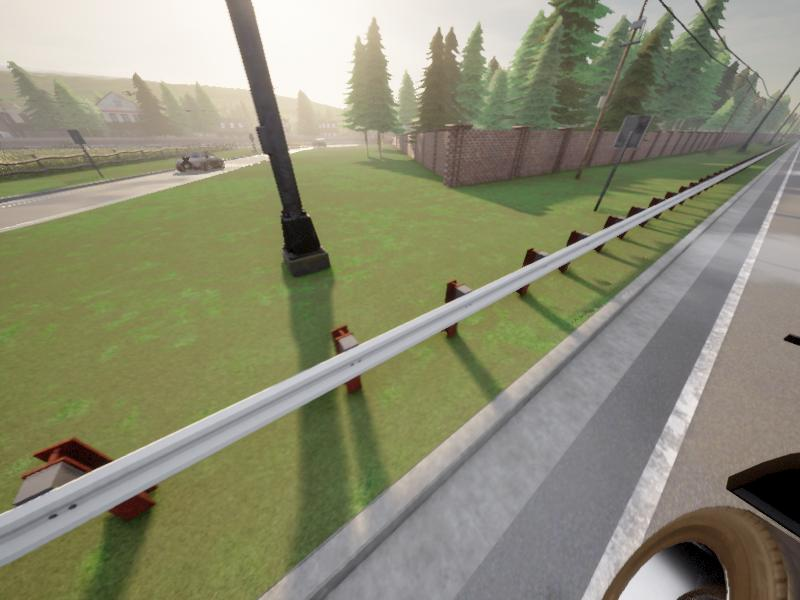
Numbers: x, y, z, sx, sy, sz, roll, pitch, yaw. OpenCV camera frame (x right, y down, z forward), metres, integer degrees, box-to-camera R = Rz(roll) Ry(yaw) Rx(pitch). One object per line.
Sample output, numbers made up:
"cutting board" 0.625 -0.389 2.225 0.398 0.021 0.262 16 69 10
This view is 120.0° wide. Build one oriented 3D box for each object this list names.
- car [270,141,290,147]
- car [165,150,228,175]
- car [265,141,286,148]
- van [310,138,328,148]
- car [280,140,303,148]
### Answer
"car" -36.412 -47.536 70.262 5.008 1.535 1.882 -22 41 -27
"car" -16.441 -11.386 18.993 1.994 1.385 4.181 -6 36 -8
"car" -36.067 -45.220 66.975 5.008 1.535 1.882 -22 41 -27
"van" -21.025 -40.700 60.010 2.069 2.038 4.480 9 36 14
"car" -31.066 -44.799 66.302 5.366 1.575 1.801 -22 41 -28
